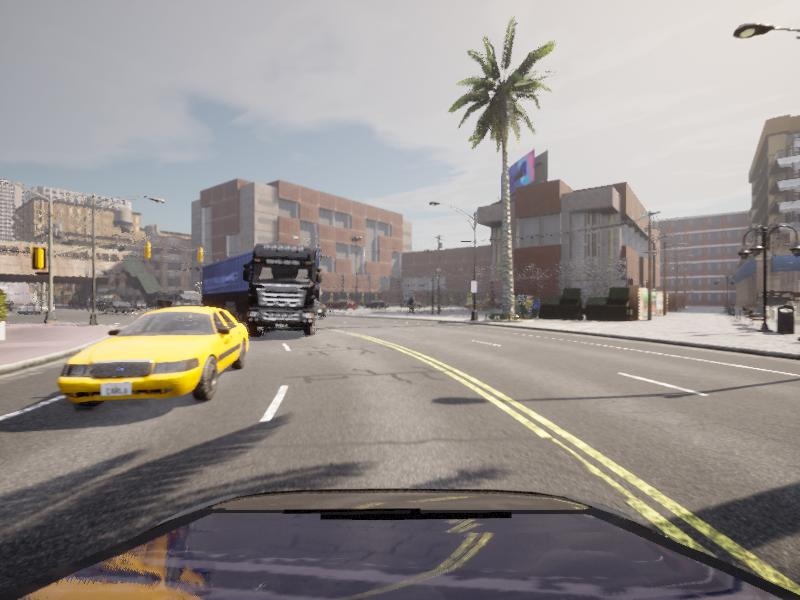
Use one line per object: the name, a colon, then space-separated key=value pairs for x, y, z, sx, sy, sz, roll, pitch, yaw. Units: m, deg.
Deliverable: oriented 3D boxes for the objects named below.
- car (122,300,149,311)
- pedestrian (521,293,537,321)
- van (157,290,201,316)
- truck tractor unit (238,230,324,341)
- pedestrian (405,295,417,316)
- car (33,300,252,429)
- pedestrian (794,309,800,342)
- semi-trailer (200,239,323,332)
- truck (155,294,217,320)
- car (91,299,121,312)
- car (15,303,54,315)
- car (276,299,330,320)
car: x=-39.410 y=0.773 z=59.585 sx=4.856 sy=1.649 sz=2.033 roll=0 pitch=0 yaw=38
pedestrian: x=8.758 y=0.476 z=27.084 sx=0.751 sy=1.860 sz=0.751 roll=0 pitch=0 yaw=-37
van: x=-23.693 y=0.317 z=42.824 sx=5.915 sy=2.561 sz=1.988 roll=0 pitch=0 yaw=38
truck tractor unit: x=-5.287 y=-0.541 z=18.726 sx=3.053 sy=4.208 sz=6.516 roll=2 pitch=0 yaw=-13
pedestrian: x=1.027 y=0.476 z=36.556 sx=0.751 sy=1.860 sz=0.751 roll=0 pitch=0 yaw=37
car: x=-4.200 y=0.800 z=7.724 sx=1.801 sy=1.575 sz=5.366 roll=0 pitch=0 yaw=-12
pedestrian: x=13.753 y=0.858 z=13.489 sx=0.500 sy=1.100 sz=0.500 roll=0 pitch=0 yaw=-16
semi-trailer: x=-9.480 y=-0.639 z=25.295 sx=2.717 sy=4.402 sz=14.254 roll=1 pitch=-1 yaw=-39
truck: x=-18.375 y=0.538 z=34.235 sx=6.274 sy=2.098 sz=2.390 roll=0 pitch=0 yaw=38
car: x=-42.046 y=0.753 z=57.193 sx=4.611 sy=1.667 sz=2.242 roll=0 pitch=0 yaw=38
car: x=-39.844 y=0.943 z=43.778 sx=1.895 sy=1.301 sz=4.718 roll=0 pitch=0 yaw=-26
car: x=-8.485 y=0.774 z=34.827 sx=5.027 sy=1.651 sz=2.152 roll=0 pitch=0 yaw=43
